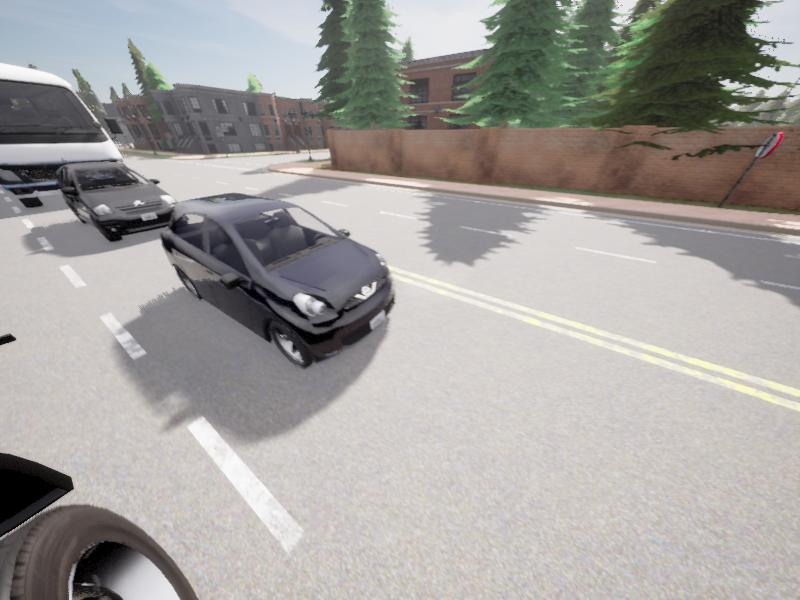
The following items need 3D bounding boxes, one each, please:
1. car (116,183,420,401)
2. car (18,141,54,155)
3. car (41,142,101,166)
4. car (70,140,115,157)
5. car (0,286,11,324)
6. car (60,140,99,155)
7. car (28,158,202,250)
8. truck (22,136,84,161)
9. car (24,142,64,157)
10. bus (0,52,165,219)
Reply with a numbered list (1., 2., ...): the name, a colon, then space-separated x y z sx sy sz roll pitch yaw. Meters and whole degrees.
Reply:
1. car: -1.792 -0.589 3.376 3.633 1.501 1.845 20 40 26
2. car: -49.517 -20.697 31.426 4.193 1.474 1.816 20 40 26
3. car: -31.216 -13.961 21.931 5.027 1.651 2.152 20 40 26
4. car: -39.079 -19.285 29.374 5.027 1.651 2.152 20 40 26
5. car: -8.209 -0.714 3.210 4.605 1.855 1.932 21 40 26
6. car: -45.080 -21.516 32.472 4.856 1.649 2.033 20 40 26
7. car: -8.022 -2.935 6.571 3.988 1.617 1.851 20 40 26
8. truck: -38.000 -16.675 25.298 6.274 2.098 2.390 20 40 26
9. car: -44.326 -18.769 28.745 4.193 1.474 1.816 20 40 26
10. bus: -15.986 -7.062 10.036 10.273 4.253 3.944 21 40 25
